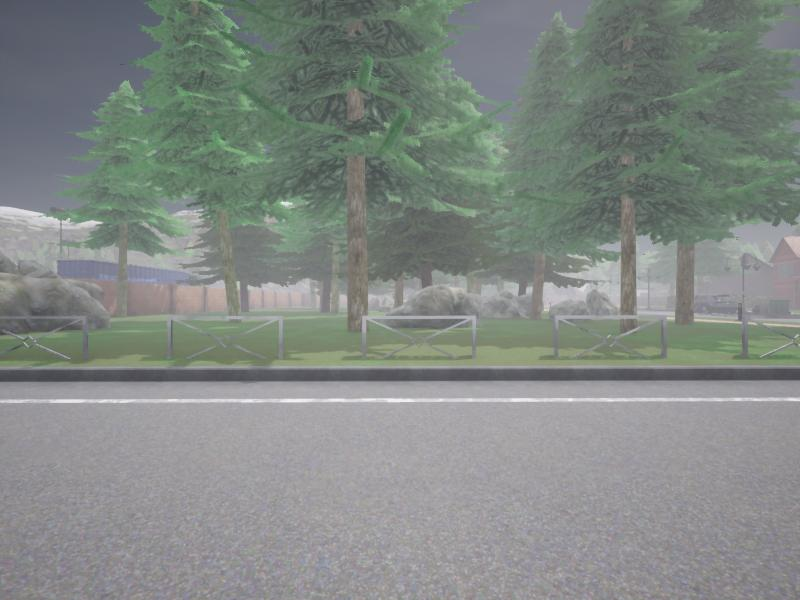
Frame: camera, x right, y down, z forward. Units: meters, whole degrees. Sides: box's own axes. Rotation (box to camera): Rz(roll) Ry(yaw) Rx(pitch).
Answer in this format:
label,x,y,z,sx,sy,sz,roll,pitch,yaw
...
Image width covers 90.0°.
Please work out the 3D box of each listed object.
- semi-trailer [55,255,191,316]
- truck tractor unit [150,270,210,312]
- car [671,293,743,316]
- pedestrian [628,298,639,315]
label,x,y,z,sx,sy,sz,roll,pitch,yaw
semi-trailer,-23.737,-1.021,36.059,2.717,4.402,14.254,0,0,-2
truck tractor unit,-23.942,-0.923,43.971,3.053,4.208,6.516,0,0,-1
car,24.012,0.340,31.567,2.033,1.649,4.856,0,0,1
pedestrian,15.532,0.432,26.651,0.500,1.100,0.500,0,0,9
